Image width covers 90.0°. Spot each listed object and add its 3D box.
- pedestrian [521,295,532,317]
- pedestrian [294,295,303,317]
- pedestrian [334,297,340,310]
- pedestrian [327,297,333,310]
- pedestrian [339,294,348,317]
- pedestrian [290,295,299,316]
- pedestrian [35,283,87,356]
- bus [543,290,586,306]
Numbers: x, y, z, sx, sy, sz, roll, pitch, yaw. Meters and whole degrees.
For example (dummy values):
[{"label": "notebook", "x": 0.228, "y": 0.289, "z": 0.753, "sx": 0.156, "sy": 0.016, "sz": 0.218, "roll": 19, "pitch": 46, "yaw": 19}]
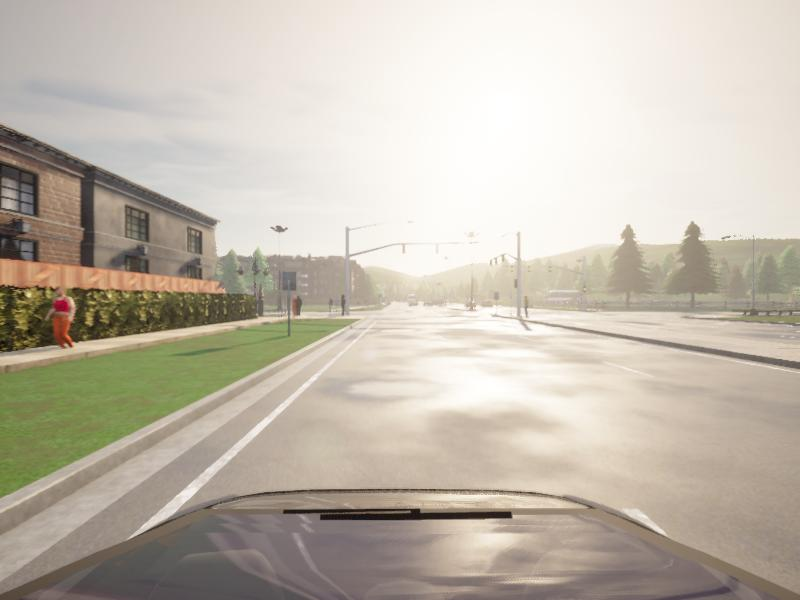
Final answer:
[{"label": "pedestrian", "x": 11.061, "y": 0.495, "z": 34.924, "sx": 0.751, "sy": 1.860, "sz": 0.751, "roll": 0, "pitch": 0, "yaw": 6}, {"label": "pedestrian", "x": -8.849, "y": 0.495, "z": 34.838, "sx": 0.751, "sy": 1.860, "sz": 0.751, "roll": 0, "pitch": 0, "yaw": -19}, {"label": "pedestrian", "x": -9.274, "y": 0.501, "z": 59.033, "sx": 0.751, "sy": 1.860, "sz": 0.751, "roll": 0, "pitch": 0, "yaw": 3}, {"label": "pedestrian", "x": -9.718, "y": 0.500, "z": 55.752, "sx": 0.751, "sy": 1.860, "sz": 0.751, "roll": 0, "pitch": 0, "yaw": -4}, {"label": "pedestrian", "x": -4.816, "y": 0.464, "z": 34.077, "sx": 0.751, "sy": 1.860, "sz": 0.751, "roll": 0, "pitch": 0, "yaw": -5}, {"label": "pedestrian", "x": -9.353, "y": 0.495, "z": 35.439, "sx": 0.751, "sy": 1.860, "sz": 0.751, "roll": 0, "pitch": 0, "yaw": -16}, {"label": "pedestrian", "x": -8.887, "y": 0.488, "z": 10.515, "sx": 0.751, "sy": 1.860, "sz": 0.751, "roll": 0, "pitch": 0, "yaw": -1}, {"label": "bus", "x": 44.883, "y": -0.505, "z": 109.425, "sx": 10.273, "sy": 4.253, "sz": 3.944, "roll": 0, "pitch": 0, "yaw": 0}]
